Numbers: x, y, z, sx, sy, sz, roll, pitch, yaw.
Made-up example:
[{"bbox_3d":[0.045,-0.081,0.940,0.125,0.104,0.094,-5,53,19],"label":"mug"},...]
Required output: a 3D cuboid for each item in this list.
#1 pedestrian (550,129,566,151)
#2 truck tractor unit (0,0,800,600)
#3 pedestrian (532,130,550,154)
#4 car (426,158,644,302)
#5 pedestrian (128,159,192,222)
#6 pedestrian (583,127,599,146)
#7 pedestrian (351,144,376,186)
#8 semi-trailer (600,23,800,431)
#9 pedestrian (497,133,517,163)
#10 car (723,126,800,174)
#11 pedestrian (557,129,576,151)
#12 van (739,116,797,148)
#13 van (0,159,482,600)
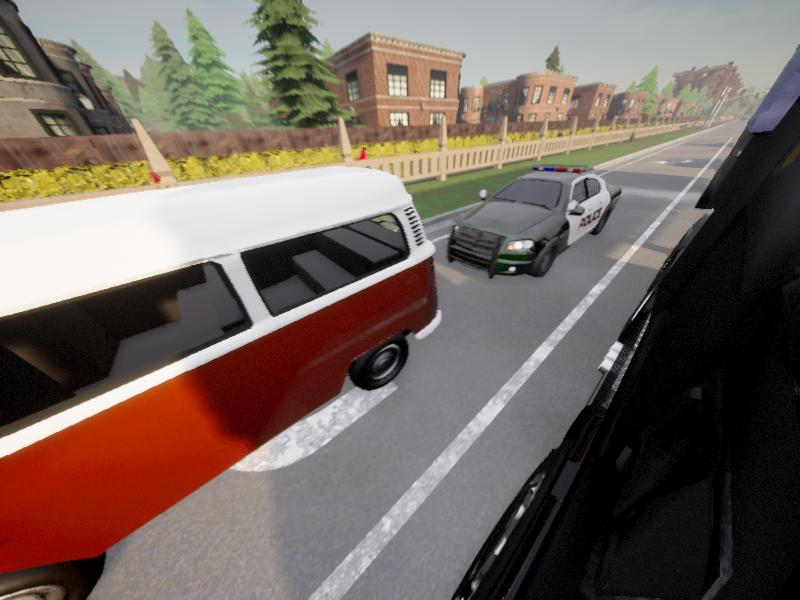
[{"bbox_3d":[16.729,-16.941,24.494,0.751,1.860,0.751,-28,42,-31],"label":"pedestrian"},{"bbox_3d":[2.645,-0.295,0.351,6.516,4.208,3.053,-28,44,-30],"label":"truck tractor unit"},{"bbox_3d":[13.692,-15.327,22.477,0.751,1.860,0.751,-27,41,-30],"label":"pedestrian"},{"bbox_3d":[3.079,-2.025,5.153,4.974,1.542,2.038,-28,42,-30],"label":"car"},{"bbox_3d":[-8.343,-3.837,8.153,0.751,1.860,0.751,-27,41,-29],"label":"pedestrian"},{"bbox_3d":[23.522,-20.179,28.477,0.751,1.860,0.751,-28,42,-31],"label":"pedestrian"},{"bbox_3d":[-1.913,-7.175,12.312,0.751,1.860,0.751,-29,43,-32],"label":"pedestrian"},{"bbox_3d":[8.684,-3.567,4.307,14.254,4.402,2.717,-28,42,-30],"label":"semi-trailer"},{"bbox_3d":[8.198,-11.668,17.779,0.751,1.860,0.751,-28,42,-31],"label":"pedestrian"},{"bbox_3d":[19.011,-7.802,11.840,5.027,1.651,2.152,-28,42,-30],"label":"car"},{"bbox_3d":[16.943,-16.285,23.544,0.751,1.860,0.751,-20,38,-21],"label":"pedestrian"},{"bbox_3d":[31.300,-14.407,19.794,4.442,1.987,1.775,-28,42,-30],"label":"van"},{"bbox_3d":[-1.706,0.277,1.875,4.480,2.038,2.069,-28,42,-30],"label":"van"}]
